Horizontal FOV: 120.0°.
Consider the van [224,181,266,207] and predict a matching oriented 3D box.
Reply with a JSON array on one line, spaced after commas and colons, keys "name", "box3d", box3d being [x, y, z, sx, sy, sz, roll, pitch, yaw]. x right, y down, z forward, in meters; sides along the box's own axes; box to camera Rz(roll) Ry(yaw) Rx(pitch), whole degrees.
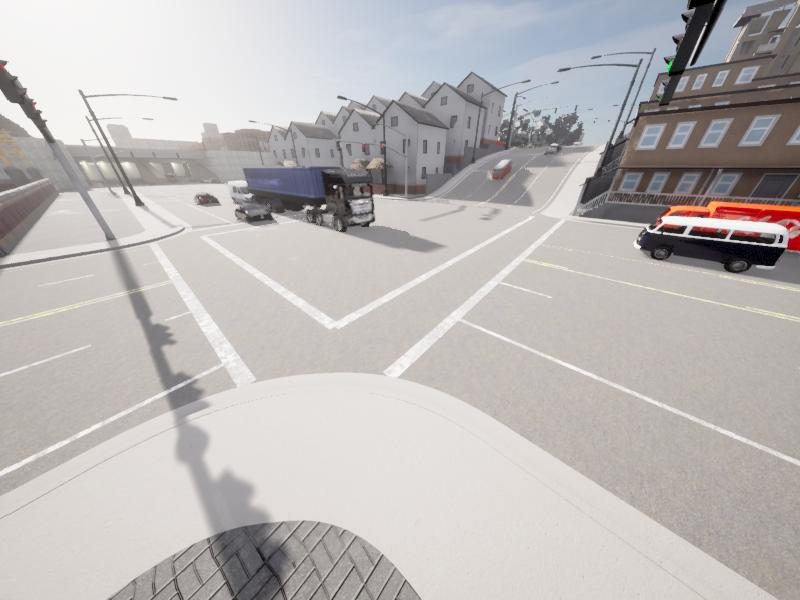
[{"name": "van", "box3d": [-19.498, -13.403, 28.985, 5.915, 2.561, 1.988, 24, 38, 35]}]

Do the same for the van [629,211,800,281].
[{"name": "van", "box3d": [14.563, -2.824, 11.159, 4.480, 2.038, 2.069, 24, 38, 35]}]

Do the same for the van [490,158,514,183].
[{"name": "van", "box3d": [15.976, -20.386, 36.274, 1.775, 1.987, 4.442, 23, 57, 34]}]

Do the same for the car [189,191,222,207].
[{"name": "car", "box3d": [-24.454, -12.752, 29.025, 4.181, 1.385, 1.994, 24, 38, 35]}]

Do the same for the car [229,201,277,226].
[{"name": "car", "box3d": [-12.916, -7.658, 20.205, 4.181, 1.385, 1.994, 24, 38, 35]}]

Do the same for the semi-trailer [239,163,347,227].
[{"name": "semi-trailer", "box3d": [-10.773, -10.597, 22.240, 14.254, 4.402, 2.717, 25, 38, 35]}]

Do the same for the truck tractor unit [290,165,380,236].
[{"name": "truck tractor unit", "box3d": [-4.934, -7.839, 17.668, 6.516, 4.208, 3.053, 25, 38, 37]}]

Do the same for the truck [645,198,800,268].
[{"name": "truck", "box3d": [17.590, -3.926, 12.639, 5.204, 2.467, 2.627, 25, 38, 36]}]

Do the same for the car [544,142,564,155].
[{"name": "car", "box3d": [28.171, -27.666, 42.220, 1.970, 1.475, 3.806, 24, 46, 35]}]

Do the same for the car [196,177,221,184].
[{"name": "car", "box3d": [-53.355, -33.310, 64.476, 4.974, 1.542, 2.038, 2, 29, 2]}]
